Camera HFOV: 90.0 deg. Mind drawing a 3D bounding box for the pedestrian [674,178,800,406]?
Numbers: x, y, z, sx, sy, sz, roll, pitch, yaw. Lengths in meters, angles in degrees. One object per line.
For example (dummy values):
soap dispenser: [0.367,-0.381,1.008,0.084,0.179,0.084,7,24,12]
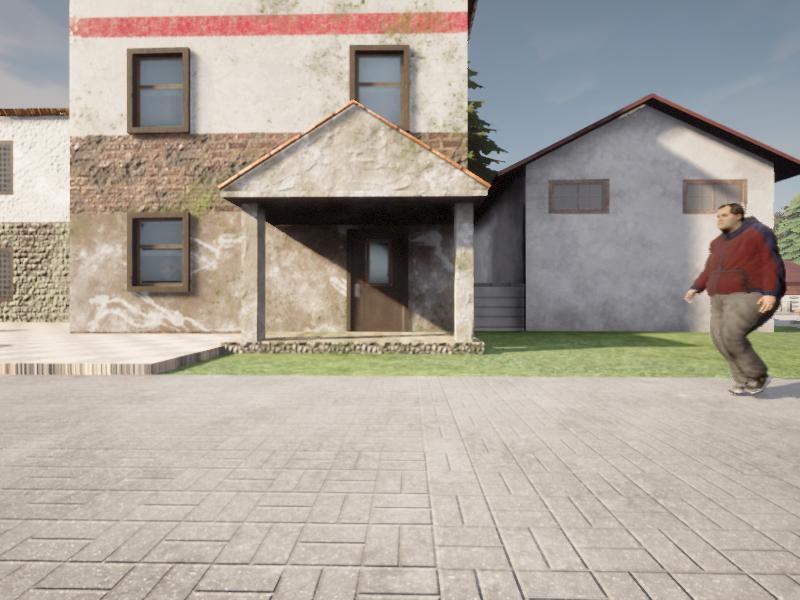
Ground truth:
pedestrian: [3.131,-0.065,3.652,0.751,1.860,0.751,0,0,1]
